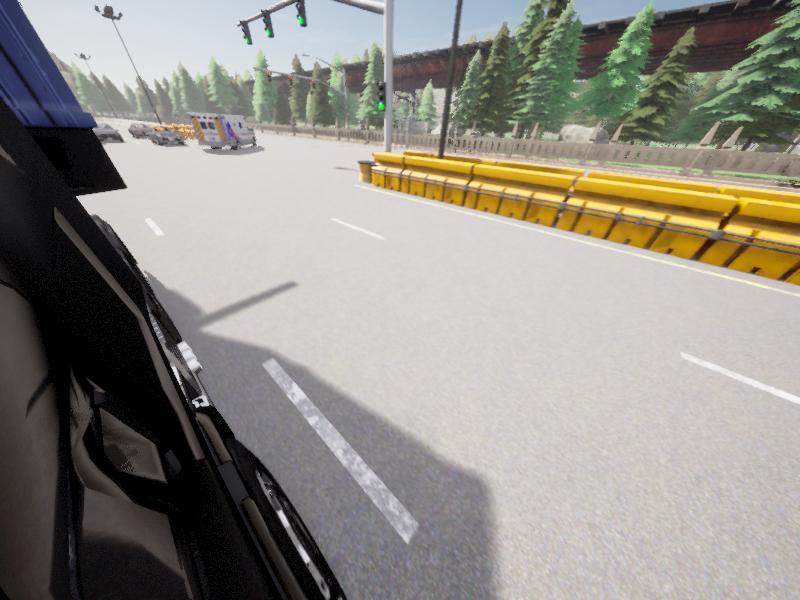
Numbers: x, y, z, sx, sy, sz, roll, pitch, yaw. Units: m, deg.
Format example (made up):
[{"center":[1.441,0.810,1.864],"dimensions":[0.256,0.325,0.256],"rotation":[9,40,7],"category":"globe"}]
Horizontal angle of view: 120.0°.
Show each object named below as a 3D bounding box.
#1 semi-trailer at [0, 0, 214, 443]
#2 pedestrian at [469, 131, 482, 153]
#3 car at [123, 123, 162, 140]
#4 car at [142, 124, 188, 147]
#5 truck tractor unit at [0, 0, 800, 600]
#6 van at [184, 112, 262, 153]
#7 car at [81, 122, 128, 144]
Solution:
[{"center":[-9.901,-2.255,2.355],"dimensions":[14.254,4.402,2.717],"rotation":[11,37,11],"category":"semi-trailer"},{"center":[8.060,-16.844,24.670],"dimensions":[0.751,1.860,0.751],"rotation":[29,44,31],"category":"pedestrian"},{"center":[-29.519,-19.344,26.475],"dimensions":[4.181,1.385,1.994],"rotation":[28,44,30],"category":"car"},{"center":[-21.730,-15.202,21.337],"dimensions":[3.806,1.475,1.970],"rotation":[29,44,30],"category":"car"},{"center":[-2.645,-0.295,0.351],"dimensions":[6.516,4.208,3.053],"rotation":[28,44,30],"category":"truck tractor unit"},{"center":[-15.147,-14.867,20.489],"dimensions":[2.351,2.431,6.366],"rotation":[0,37,-5],"category":"van"},{"center":[-28.280,-15.986,22.060],"dimensions":[5.357,1.411,2.033],"rotation":[29,44,30],"category":"car"}]
